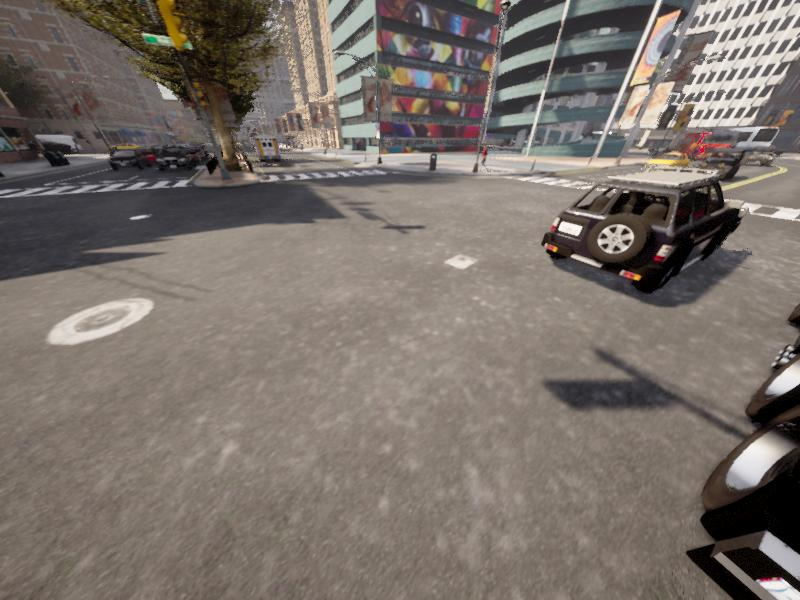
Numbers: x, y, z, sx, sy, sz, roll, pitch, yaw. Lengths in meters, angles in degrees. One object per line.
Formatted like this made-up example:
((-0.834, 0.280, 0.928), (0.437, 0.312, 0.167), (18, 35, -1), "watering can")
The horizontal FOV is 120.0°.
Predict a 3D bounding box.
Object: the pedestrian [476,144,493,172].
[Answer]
((6.750, -11.358, 18.479), (0.751, 1.860, 0.751), (24, 41, 30), "pedestrian")

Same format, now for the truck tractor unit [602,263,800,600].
((5.112, -0.299, 0.786), (6.516, 4.208, 3.053), (-18, 39, -24), "truck tractor unit")

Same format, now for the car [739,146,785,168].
((40.055, -15.954, 25.702), (3.866, 1.878, 1.905), (-26, 43, -33), "car")

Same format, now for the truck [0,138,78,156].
((-54.677, -23.211, 35.018), (6.274, 2.098, 2.390), (-19, 39, -25), "truck")

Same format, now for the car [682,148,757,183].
((23.004, -9.796, 16.675), (3.866, 1.878, 1.905), (-19, 39, -25), "car")

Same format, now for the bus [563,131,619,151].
((52.223, -43.724, 63.690), (3.944, 4.253, 10.273), (-18, 39, -25), "bus")

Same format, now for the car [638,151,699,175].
((23.796, -12.233, 20.460), (5.366, 1.575, 1.801), (-18, 39, -25), "car")

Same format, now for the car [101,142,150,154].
((-49.441, -27.520, 41.723), (1.801, 1.575, 5.366), (26, 42, 32), "car")

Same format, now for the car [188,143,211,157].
((-30.232, -22.737, 35.010), (1.851, 1.617, 3.988), (-18, 39, -25), "car")

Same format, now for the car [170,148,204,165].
((-23.528, -16.048, 25.664), (1.994, 1.385, 4.181), (-18, 39, -25), "car")

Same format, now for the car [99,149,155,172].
((-23.805, -12.438, 20.403), (1.812, 1.442, 4.674), (-18, 39, -25), "car")

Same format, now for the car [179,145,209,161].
((-26.885, -19.409, 30.340), (2.128, 1.511, 4.902), (-18, 39, -25), "car")

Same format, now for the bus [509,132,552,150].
((39.487, -48.606, 70.587), (3.944, 4.253, 10.273), (-18, 39, -25), "bus")

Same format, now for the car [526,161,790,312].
((5.285, -1.703, 4.873), (4.605, 1.855, 1.932), (-18, 39, -24), "car")

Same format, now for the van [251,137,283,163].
((-16.556, -18.701, 28.622), (2.351, 2.431, 6.366), (-18, 39, -25), "van")

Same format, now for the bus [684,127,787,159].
((59.479, -28.427, 41.760), (3.944, 4.253, 10.273), (6, 35, 8), "bus")

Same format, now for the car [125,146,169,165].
((-27.194, -15.754, 25.066), (2.007, 1.525, 4.514), (-18, 39, -25), "car")

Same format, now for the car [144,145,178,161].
((-30.516, -18.973, 29.692), (1.837, 1.490, 4.892), (-19, 39, -25), "car")

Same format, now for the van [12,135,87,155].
((-56.394, -25.192, 37.468), (5.915, 2.561, 1.988), (-19, 39, -26), "van")

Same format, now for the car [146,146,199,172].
((-19.873, -12.585, 20.454), (2.242, 1.667, 4.611), (-18, 39, -24), "car")

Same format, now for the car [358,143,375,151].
((-7.888, -35.709, 53.835), (2.161, 1.482, 4.786), (-18, 39, -25), "car")

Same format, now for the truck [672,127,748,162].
((44.574, -22.704, 33.762), (2.891, 3.827, 8.468), (18, 38, 23), "truck")
